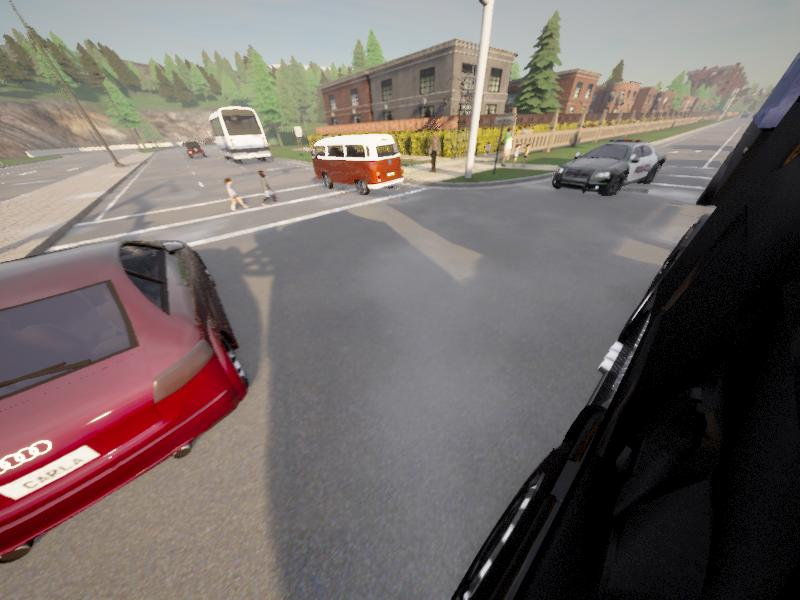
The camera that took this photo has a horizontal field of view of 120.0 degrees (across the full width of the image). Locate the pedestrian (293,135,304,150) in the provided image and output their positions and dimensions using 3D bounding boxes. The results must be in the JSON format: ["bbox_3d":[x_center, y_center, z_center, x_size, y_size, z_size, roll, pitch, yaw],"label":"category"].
[{"bbox_3d":[-15.145,-23.528,34.512,0.751,1.860,0.751,5,37,10],"label":"pedestrian"}]

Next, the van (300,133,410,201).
[{"bbox_3d":[-1.980,-5.978,10.152,4.480,2.038,2.069,26,46,33],"label":"van"}]

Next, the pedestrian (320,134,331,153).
[{"bbox_3d":[-9.055,-19.082,28.125,0.751,1.860,0.751,-27,43,-29],"label":"pedestrian"}]

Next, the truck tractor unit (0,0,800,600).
[{"bbox_3d":[2.645,-0.295,0.351,6.516,4.208,3.053,-28,44,-30],"label":"truck tractor unit"}]

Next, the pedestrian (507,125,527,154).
[{"bbox_3d":[9.418,-12.913,18.605,0.751,1.860,0.751,-29,44,-31],"label":"pedestrian"}]

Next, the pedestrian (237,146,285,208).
[{"bbox_3d":[-5.028,-4.473,8.438,0.751,1.860,0.751,-29,44,-31],"label":"pedestrian"}]

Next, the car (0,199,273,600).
[{"bbox_3d":[-3.369,0.124,2.585,1.994,1.385,4.181,-29,44,-31],"label":"car"}]

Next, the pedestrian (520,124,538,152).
[{"bbox_3d":[10.856,-13.676,19.541,0.751,1.860,0.751,6,37,11],"label":"pedestrian"}]

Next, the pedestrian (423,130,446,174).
[{"bbox_3d":[1.781,-7.743,12.087,0.751,1.860,0.751,-28,43,-30],"label":"pedestrian"}]

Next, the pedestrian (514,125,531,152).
[{"bbox_3d":[10.271,-13.546,19.403,0.751,1.860,0.751,20,42,27],"label":"pedestrian"}]

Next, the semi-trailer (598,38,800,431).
[{"bbox_3d":[8.695,-3.596,4.245,14.254,4.402,2.717,-28,43,-30],"label":"semi-trailer"}]

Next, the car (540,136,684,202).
[{"bbox_3d":[8.092,-5.203,8.877,4.974,1.542,2.038,-22,40,-24],"label":"car"}]

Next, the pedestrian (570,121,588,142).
[{"bbox_3d":[20.378,-19.171,26.322,0.751,1.860,0.751,-26,42,-28],"label":"pedestrian"}]

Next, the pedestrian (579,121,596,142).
[{"bbox_3d":[20.963,-18.849,25.850,0.751,1.860,0.751,-27,43,-29],"label":"pedestrian"}]

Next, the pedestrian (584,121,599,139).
[{"bbox_3d":[24.024,-21.330,28.993,0.751,1.860,0.751,-27,43,-29],"label":"pedestrian"}]

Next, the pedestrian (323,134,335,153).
[{"bbox_3d":[-8.461,-18.671,27.532,0.751,1.860,0.751,-25,42,-27],"label":"pedestrian"}]

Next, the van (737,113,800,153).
[{"bbox_3d":[25.121,-11.322,15.630,4.442,1.987,1.775,-28,43,-30],"label":"van"}]

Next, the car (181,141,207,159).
[{"bbox_3d":[-29.025,-21.179,32.525,1.905,1.878,3.866,-28,43,-29],"label":"car"}]

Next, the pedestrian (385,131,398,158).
[{"bbox_3d":[-0.698,-13.190,19.640,0.751,1.860,0.751,-27,43,-29],"label":"pedestrian"}]

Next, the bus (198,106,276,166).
[{"bbox_3d":[-17.275,-17.091,24.267,3.944,4.253,10.273,-27,43,-29],"label":"bus"}]

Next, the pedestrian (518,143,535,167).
[{"bbox_3d":[7.039,-8.103,12.919,0.500,1.100,0.500,5,37,10],"label":"pedestrian"}]

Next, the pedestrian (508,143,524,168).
[{"bbox_3d":[6.502,-8.104,12.955,0.500,1.100,0.500,20,42,28],"label":"pedestrian"}]

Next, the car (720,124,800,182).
[{"bbox_3d":[16.401,-6.538,10.057,5.027,1.651,2.152,-28,43,-30],"label":"car"}]

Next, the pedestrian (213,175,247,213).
[{"bbox_3d":[-5.930,-3.712,8.105,0.500,1.100,0.500,-30,44,-31],"label":"pedestrian"}]

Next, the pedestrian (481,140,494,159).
[{"bbox_3d":[6.283,-10.821,16.631,0.500,1.100,0.500,29,47,35],"label":"pedestrian"}]

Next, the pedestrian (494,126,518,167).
[{"bbox_3d":[5.977,-8.597,13.016,0.751,1.860,0.751,16,41,24],"label":"pedestrian"}]
